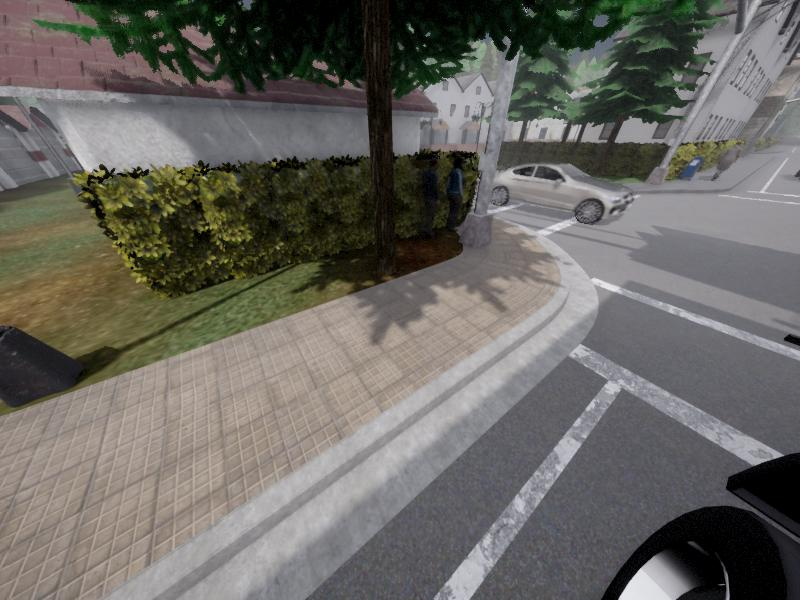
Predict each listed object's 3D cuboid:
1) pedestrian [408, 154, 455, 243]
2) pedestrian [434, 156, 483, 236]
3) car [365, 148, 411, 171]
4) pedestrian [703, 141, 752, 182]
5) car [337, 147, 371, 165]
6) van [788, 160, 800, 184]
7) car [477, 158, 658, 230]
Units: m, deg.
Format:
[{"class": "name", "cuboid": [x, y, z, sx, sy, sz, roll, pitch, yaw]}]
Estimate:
[{"class": "pedestrian", "cuboid": [0.710, -2.499, 5.753, 0.751, 1.860, 0.751, -15, 38, -20]}, {"class": "pedestrian", "cuboid": [1.532, -2.847, 6.357, 0.751, 1.860, 0.751, -15, 38, -19]}, {"class": "car", "cuboid": [-1.236, -13.529, 22.128, 1.882, 1.535, 5.008, -22, 41, -28]}, {"class": "pedestrian", "cuboid": [17.833, -7.576, 12.625, 0.751, 1.860, 0.751, -25, 42, -31]}, {"class": "car", "cuboid": [-5.450, -17.006, 27.093, 1.882, 1.535, 5.008, -22, 41, -28]}, {"class": "van", "cuboid": [25.429, -8.071, 13.412, 4.480, 2.038, 2.069, -26, 43, -30]}, {"class": "car", "cuboid": [5.891, -4.376, 8.981, 2.152, 1.651, 5.027, -24, 41, -29]}]
